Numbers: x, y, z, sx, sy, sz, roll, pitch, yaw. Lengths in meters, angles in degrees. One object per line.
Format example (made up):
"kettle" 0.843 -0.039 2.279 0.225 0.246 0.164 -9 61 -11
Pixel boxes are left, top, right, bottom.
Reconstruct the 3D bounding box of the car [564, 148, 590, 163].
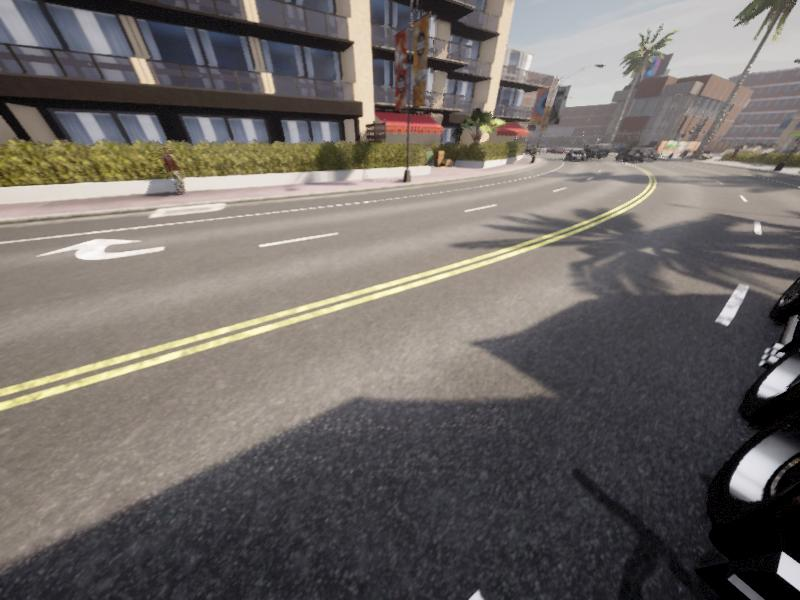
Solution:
"car" 24.372 -20.020 31.920 1.970 1.475 3.806 14 37 19

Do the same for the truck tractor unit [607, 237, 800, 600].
"truck tractor unit" 5.067 -0.337 0.858 6.516 4.208 3.053 -20 40 -26

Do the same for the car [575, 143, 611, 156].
"car" 38.304 -30.058 46.066 2.150 2.045 5.566 0 35 -1

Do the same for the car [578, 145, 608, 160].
"car" 30.029 -23.129 36.104 1.905 1.878 3.866 9 36 12

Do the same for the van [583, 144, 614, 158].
"van" 34.427 -25.997 40.212 1.775 1.987 4.442 5 35 7

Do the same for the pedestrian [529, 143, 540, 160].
"pedestrian" 18.506 -20.426 31.802 0.751 1.860 0.751 12 36 16

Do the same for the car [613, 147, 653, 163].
"car" 31.824 -20.014 31.817 2.242 1.667 4.611 14 37 18

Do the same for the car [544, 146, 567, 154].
"car" 34.178 -33.024 50.906 1.994 1.385 4.181 -5 35 -8

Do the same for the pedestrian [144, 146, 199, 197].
"pedestrian" -9.883 -5.590 10.079 0.751 1.860 0.751 -2 35 -3

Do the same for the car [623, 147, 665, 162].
"car" 36.753 -22.140 34.980 2.152 1.651 5.027 10 36 13
